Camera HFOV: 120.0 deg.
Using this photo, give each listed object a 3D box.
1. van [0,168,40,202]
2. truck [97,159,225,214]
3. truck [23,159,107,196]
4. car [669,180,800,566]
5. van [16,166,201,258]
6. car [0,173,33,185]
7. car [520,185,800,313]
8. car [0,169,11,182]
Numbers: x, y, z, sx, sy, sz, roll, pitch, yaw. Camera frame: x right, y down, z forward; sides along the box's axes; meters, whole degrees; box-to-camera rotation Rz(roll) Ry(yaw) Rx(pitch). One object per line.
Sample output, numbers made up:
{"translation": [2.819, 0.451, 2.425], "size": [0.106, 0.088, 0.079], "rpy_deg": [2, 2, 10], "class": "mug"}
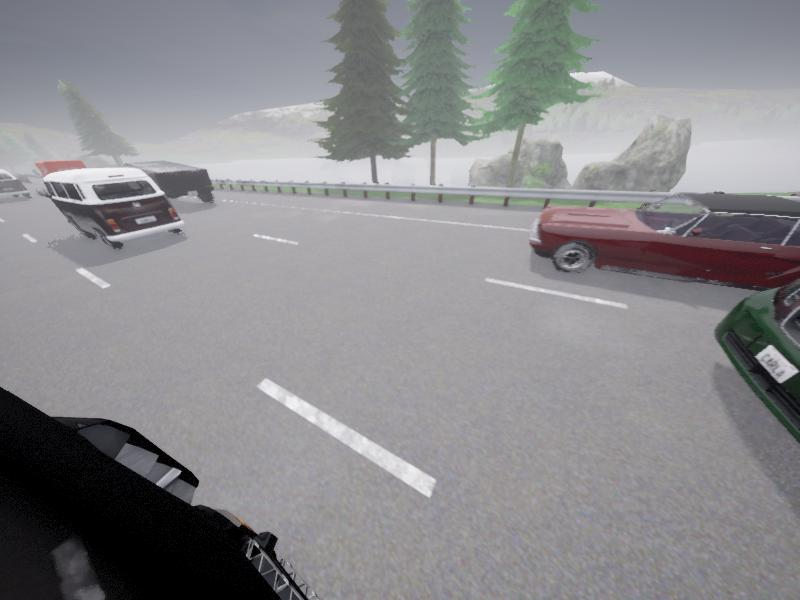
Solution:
{"translation": [-31.194, -8.796, 17.753], "size": [4.480, 2.038, 2.069], "rpy_deg": [9, 35, 19], "class": "van"}
{"translation": [-12.962, -6.298, 12.551], "size": [6.274, 2.098, 2.390], "rpy_deg": [15, 38, 25], "class": "truck"}
{"translation": [-29.733, -10.990, 20.582], "size": [5.204, 2.467, 2.627], "rpy_deg": [15, 38, 25], "class": "truck"}
{"translation": [5.288, 0.851, 0.416], "size": [5.566, 2.045, 2.150], "rpy_deg": [15, 38, 25], "class": "car"}
{"translation": [-9.208, -3.047, 7.417], "size": [4.480, 2.038, 2.069], "rpy_deg": [15, 38, 25], "class": "van"}
{"translation": [-56.390, -17.729, 33.847], "size": [4.718, 1.301, 1.895], "rpy_deg": [15, 38, 25], "class": "car"}
{"translation": [4.973, -1.131, 4.111], "size": [4.718, 1.301, 1.895], "rpy_deg": [15, 38, 25], "class": "car"}
{"translation": [-74.496, -22.871, 42.465], "size": [4.605, 1.855, 1.932], "rpy_deg": [15, 38, 25], "class": "car"}
